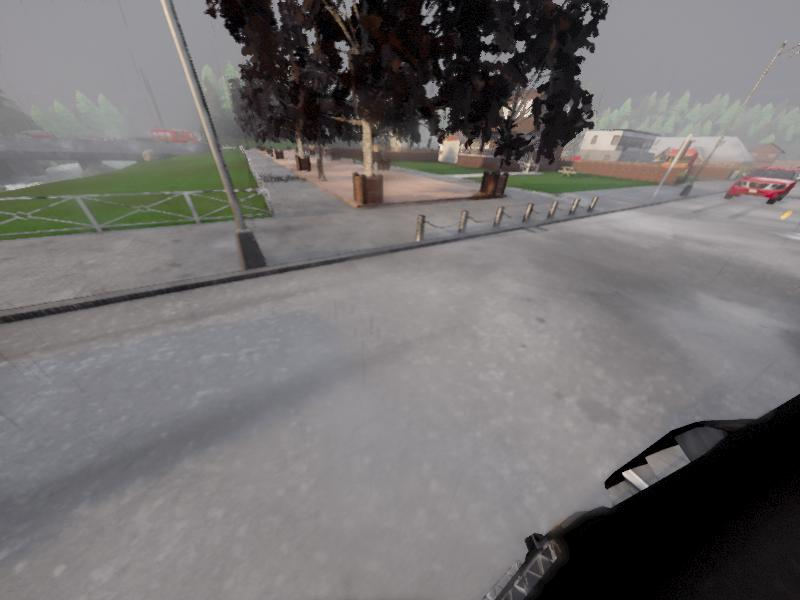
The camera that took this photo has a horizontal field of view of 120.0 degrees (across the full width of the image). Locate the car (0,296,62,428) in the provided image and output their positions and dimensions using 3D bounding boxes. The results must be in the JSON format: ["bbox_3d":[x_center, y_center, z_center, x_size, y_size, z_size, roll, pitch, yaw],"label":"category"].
[{"bbox_3d":[-5.761,1.059,0.456,5.238,1.638,1.930,-16,38,-26],"label":"car"}]

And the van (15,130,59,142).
[{"bbox_3d":[-79.040,-35.744,50.420,4.442,1.987,1.775,-16,38,-26],"label":"van"}]

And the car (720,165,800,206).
[{"bbox_3d":[25.180,-7.993,15.911,5.566,2.045,2.150,-16,38,-26],"label":"car"}]

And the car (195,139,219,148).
[{"bbox_3d":[-52.953,-43.212,63.615,4.605,1.855,1.932,-16,38,-26],"label":"car"}]

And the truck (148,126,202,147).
[{"bbox_3d":[-55.844,-40.623,57.740,8.468,3.827,2.891,-16,38,-26],"label":"truck"}]
